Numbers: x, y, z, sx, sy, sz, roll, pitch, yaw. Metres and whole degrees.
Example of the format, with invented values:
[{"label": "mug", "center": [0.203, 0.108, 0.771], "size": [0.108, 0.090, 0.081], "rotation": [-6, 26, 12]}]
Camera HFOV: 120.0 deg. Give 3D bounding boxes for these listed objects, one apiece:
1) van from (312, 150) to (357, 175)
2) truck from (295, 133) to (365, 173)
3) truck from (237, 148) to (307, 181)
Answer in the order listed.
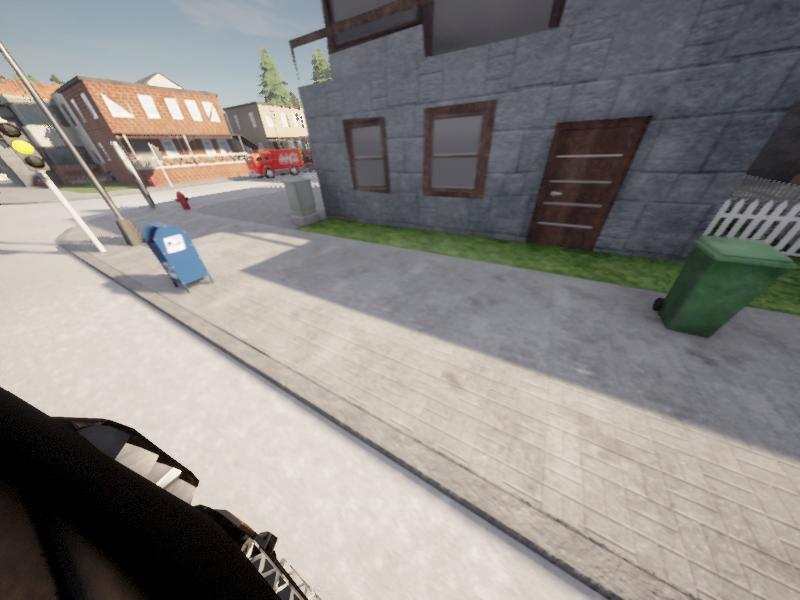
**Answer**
[{"label": "van", "center": [-7.116, -15.358, 25.726], "size": [2.069, 2.038, 4.480], "rotation": [16, 38, 26]}, {"label": "truck", "center": [-8.552, -19.092, 29.833], "size": [2.891, 3.827, 8.468], "rotation": [16, 38, 26]}, {"label": "truck", "center": [-12.870, -14.001, 23.727], "size": [2.627, 2.467, 5.204], "rotation": [18, 39, 28]}]
